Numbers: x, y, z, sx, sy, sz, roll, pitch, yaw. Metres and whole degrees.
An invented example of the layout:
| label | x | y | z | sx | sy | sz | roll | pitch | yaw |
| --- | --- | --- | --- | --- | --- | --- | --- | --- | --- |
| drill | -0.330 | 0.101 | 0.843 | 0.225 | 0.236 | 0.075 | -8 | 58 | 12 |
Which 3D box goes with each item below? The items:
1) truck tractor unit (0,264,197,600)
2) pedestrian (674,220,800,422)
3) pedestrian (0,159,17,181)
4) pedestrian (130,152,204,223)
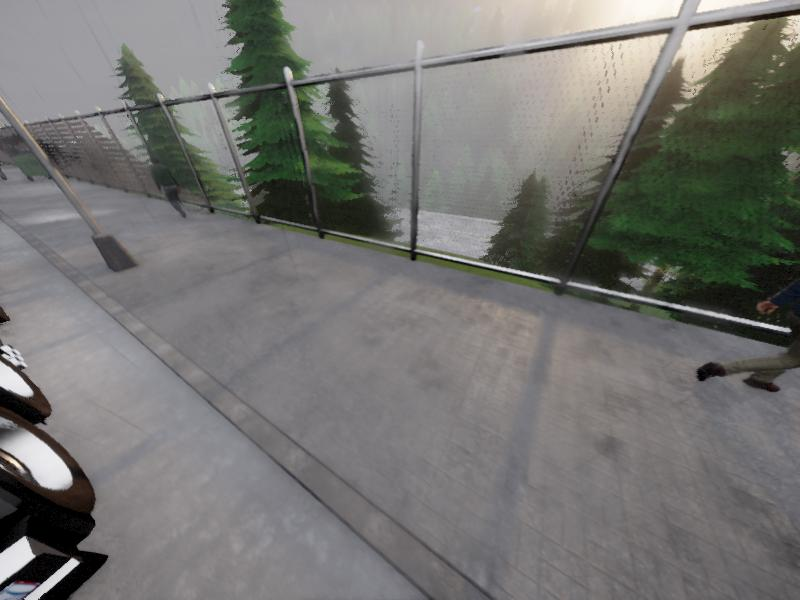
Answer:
| label | x | y | z | sx | sy | sz | roll | pitch | yaw |
| --- | --- | --- | --- | --- | --- | --- | --- | --- | --- |
| truck tractor unit | -5.116 | -0.295 | 0.780 | 6.516 | 4.208 | 3.053 | 18 | 39 | 24 |
| pedestrian | 3.623 | 0.128 | 1.934 | 0.751 | 1.860 | 0.751 | 9 | 36 | 14 |
| pedestrian | -27.100 | -9.041 | 15.390 | 0.751 | 1.860 | 0.751 | 24 | 42 | 31 |
| pedestrian | -7.249 | -3.526 | 7.283 | 0.751 | 1.860 | 0.751 | 19 | 39 | 25 |
